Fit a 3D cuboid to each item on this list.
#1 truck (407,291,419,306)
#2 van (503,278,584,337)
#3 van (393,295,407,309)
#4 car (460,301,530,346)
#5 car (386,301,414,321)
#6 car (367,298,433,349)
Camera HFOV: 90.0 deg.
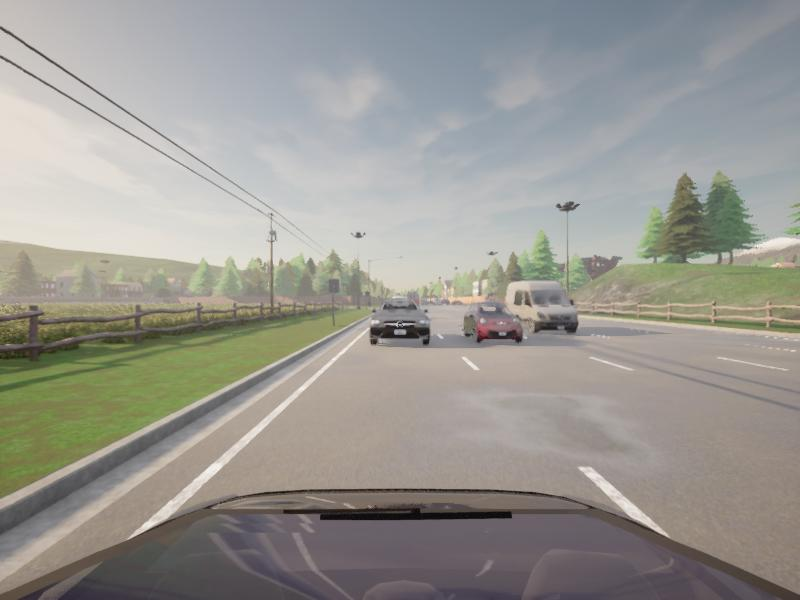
[{"bbox_3d":[3.506,-0.368,109.032,2.891,3.827,8.468,0,0,0],"label":"truck"},{"bbox_3d":[7.000,0.312,20.331,1.988,2.561,5.915,0,0,0],"label":"van"},{"bbox_3d":[0.005,0.349,69.786,2.351,2.431,6.366,0,0,0],"label":"van"},{"bbox_3d":[3.501,0.817,15.466,1.845,1.501,3.633,0,0,0],"label":"car"},{"bbox_3d":[0.005,0.838,32.785,2.163,1.488,4.792,0,0,0],"label":"car"},{"bbox_3d":[0.002,0.774,15.653,2.152,1.651,5.027,0,0,0],"label":"car"}]
